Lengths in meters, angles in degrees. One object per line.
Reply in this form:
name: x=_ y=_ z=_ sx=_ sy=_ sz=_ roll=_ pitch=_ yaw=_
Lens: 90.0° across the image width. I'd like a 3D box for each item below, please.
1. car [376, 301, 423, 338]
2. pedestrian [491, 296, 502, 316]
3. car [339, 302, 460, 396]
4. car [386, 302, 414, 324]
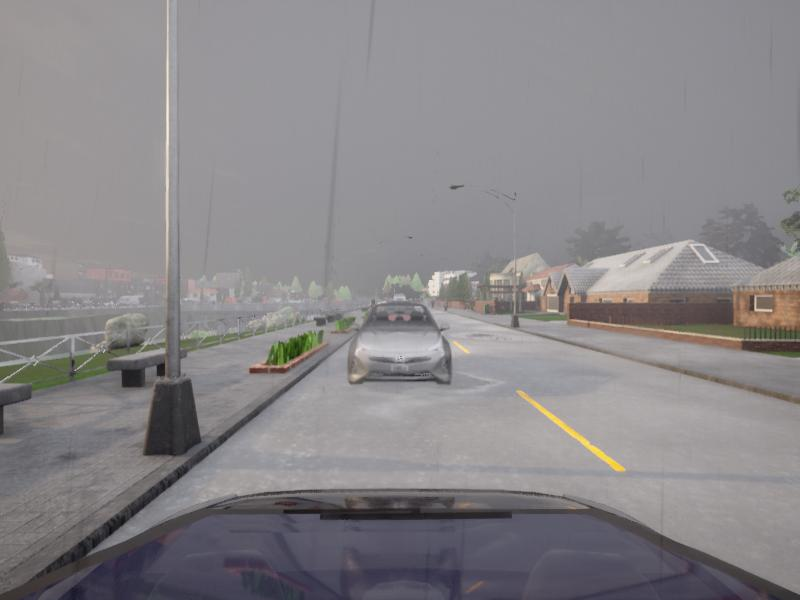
car: x=-0.014 y=0.829 z=19.197 sx=2.007 sy=1.525 sz=4.514 roll=0 pitch=0 yaw=0
pedestrian: x=8.967 y=0.533 z=37.204 sx=0.751 sy=1.860 sz=0.751 roll=0 pitch=0 yaw=-7
car: x=-0.007 y=0.829 z=8.883 sx=2.007 sy=1.525 sz=4.514 roll=0 pitch=0 yaw=0
car: x=-0.019 y=0.854 z=28.373 sx=1.816 sy=1.474 sz=4.193 roll=0 pitch=0 yaw=0
